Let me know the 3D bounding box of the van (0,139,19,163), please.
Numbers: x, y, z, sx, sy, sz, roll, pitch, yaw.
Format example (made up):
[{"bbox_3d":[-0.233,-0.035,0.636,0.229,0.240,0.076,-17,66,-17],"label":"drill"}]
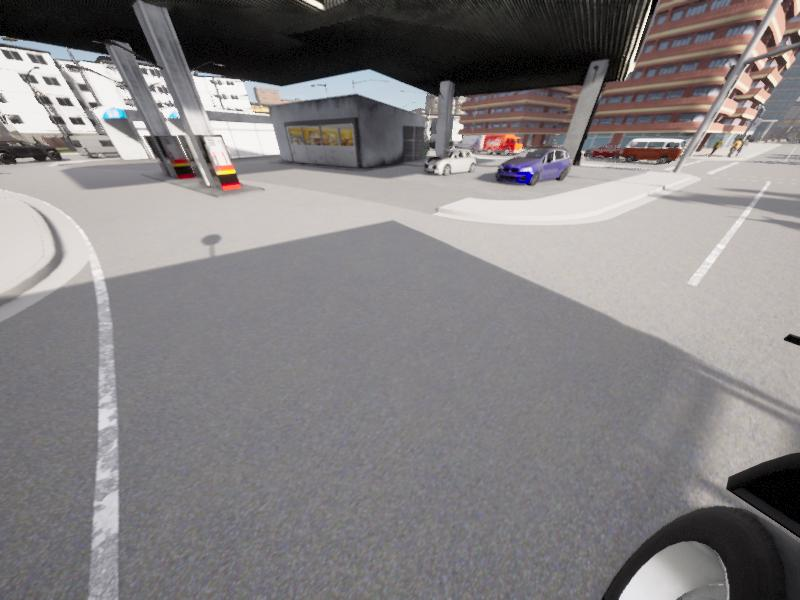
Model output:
[{"bbox_3d":[-46.233,-15.712,24.302,1.988,2.561,5.915,-2,35,-1],"label":"van"}]

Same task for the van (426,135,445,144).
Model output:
[{"bbox_3d":[12.420,-55.863,80.372,6.366,2.431,2.351,-23,41,-27],"label":"van"}]

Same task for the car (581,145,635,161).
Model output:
[{"bbox_3d":[24.312,-17.390,27.199,1.994,1.385,4.181,-23,41,-29],"label":"car"}]

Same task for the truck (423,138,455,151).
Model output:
[{"bbox_3d":[7.550,-30.916,45.858,2.390,2.098,6.274,-23,41,-29],"label":"truck"}]

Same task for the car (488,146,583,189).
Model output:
[{"bbox_3d":[7.506,-7.525,12.868,4.611,1.667,2.242,-22,41,-28],"label":"car"}]

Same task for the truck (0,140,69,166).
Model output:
[{"bbox_3d":[-42.668,-16.514,25.796,2.390,2.098,6.274,0,35,0],"label":"truck"}]

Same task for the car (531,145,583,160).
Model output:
[{"bbox_3d":[19.019,-18.069,28.263,1.895,1.301,4.718,-23,41,-29],"label":"car"}]

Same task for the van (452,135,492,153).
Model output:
[{"bbox_3d":[12.387,-27.222,40.302,2.351,2.431,6.366,-23,41,-29],"label":"van"}]

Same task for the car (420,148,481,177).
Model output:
[{"bbox_3d":[3.586,-9.842,16.458,3.806,1.475,1.970,-22,41,-28],"label":"car"}]

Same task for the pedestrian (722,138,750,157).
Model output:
[{"bbox_3d":[38.441,-17.470,26.480,0.751,1.860,0.751,5,36,8],"label":"pedestrian"}]

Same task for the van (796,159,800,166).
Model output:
[{"bbox_3d":[37.743,-13.052,20.377,4.480,2.038,2.069,-22,41,-28],"label":"van"}]

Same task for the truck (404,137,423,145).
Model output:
[{"bbox_3d":[4.432,-52.380,76.033,6.274,2.098,2.390,-23,41,-27],"label":"truck"}]

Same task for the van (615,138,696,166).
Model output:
[{"bbox_3d":[24.209,-14.211,22.116,2.069,2.038,4.480,-23,41,-28],"label":"van"}]

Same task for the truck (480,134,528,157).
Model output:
[{"bbox_3d":[14.641,-22.015,32.868,2.627,2.467,5.204,-23,41,-28],"label":"truck"}]

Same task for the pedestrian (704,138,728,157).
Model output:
[{"bbox_3d":[36.420,-17.581,26.651,0.751,1.860,0.751,-23,41,-28],"label":"pedestrian"}]

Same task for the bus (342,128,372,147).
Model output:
[{"bbox_3d":[-12.815,-47.781,68.008,3.944,4.253,10.273,-23,42,-28],"label":"bus"}]

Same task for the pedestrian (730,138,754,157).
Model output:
[{"bbox_3d":[40.556,-18.125,27.393,0.751,1.860,0.751,-30,45,-35],"label":"pedestrian"}]

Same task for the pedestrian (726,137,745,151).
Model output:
[{"bbox_3d":[53.378,-24.800,36.748,0.751,1.860,0.751,-17,39,-23],"label":"pedestrian"}]

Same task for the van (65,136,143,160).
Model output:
[{"bbox_3d":[-41.030,-21.439,32.384,1.988,2.561,5.915,9,36,13],"label":"van"}]
